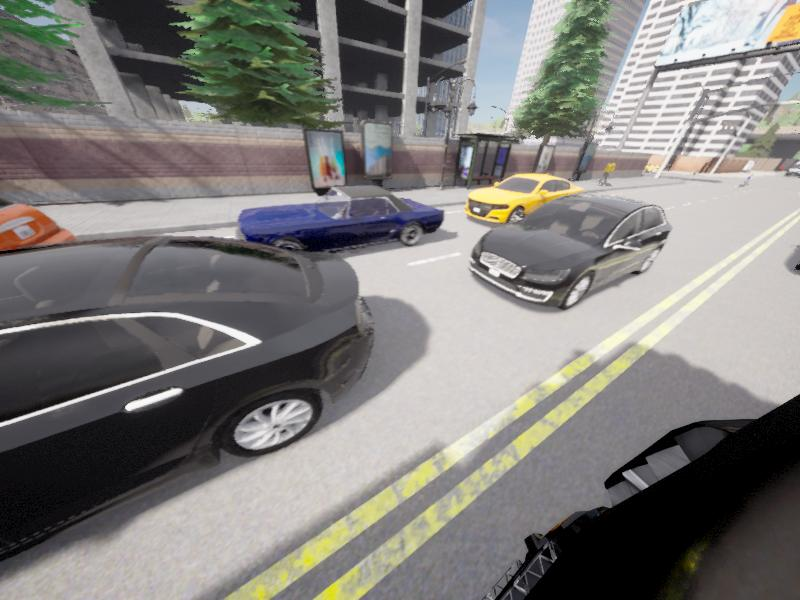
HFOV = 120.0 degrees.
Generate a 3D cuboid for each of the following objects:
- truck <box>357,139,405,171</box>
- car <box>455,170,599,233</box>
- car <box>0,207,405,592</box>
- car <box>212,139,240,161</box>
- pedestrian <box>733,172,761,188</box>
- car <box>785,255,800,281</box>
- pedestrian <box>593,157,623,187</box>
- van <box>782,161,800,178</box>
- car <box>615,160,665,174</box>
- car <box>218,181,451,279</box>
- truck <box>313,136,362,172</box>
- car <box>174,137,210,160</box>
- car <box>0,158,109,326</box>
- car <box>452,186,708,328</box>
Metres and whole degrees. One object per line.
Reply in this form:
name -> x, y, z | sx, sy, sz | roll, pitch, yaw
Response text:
truck -> -2.023, -14.440, 22.906 | 2.615, 2.467, 5.204 | -16, 38, -26
car -> 4.723, -3.837, 8.588 | 5.008, 1.535, 1.882 | -16, 38, -26
car -> -2.568, 0.533, 1.585 | 4.892, 1.490, 1.837 | -16, 38, -26
car -> -19.187, -16.708, 25.624 | 1.905, 1.878, 3.866 | -16, 38, -26
pedestrian -> 33.262, -11.507, 22.174 | 0.751, 1.300, 0.751 | -5, 34, -12
car -> 11.555, -1.377, 5.265 | 5.238, 1.638, 1.930 | -16, 38, -26
pedestrian -> 15.371, -9.461, 17.126 | 0.751, 1.860, 0.751 | -14, 37, -23
van -> 76.309, -24.977, 44.150 | 5.915, 2.561, 1.988 | -16, 38, -26
car -> 39.331, -21.981, 38.078 | 1.801, 1.575, 5.366 | -15, 38, -25
car -> -1.282, -2.001, 5.651 | 4.718, 1.301, 1.895 | -16, 38, -26
truck -> -5.751, -13.357, 21.032 | 2.615, 2.467, 5.204 | -16, 38, -26
car -> -21.731, -15.970, 24.345 | 1.905, 1.878, 3.866 | -16, 38, -26
car -> -7.335, -0.455, 2.476 | 4.553, 1.767, 2.097 | -16, 38, -26
car -> 3.671, -1.274, 4.713 | 4.892, 1.490, 1.837 | -16, 38, -26
